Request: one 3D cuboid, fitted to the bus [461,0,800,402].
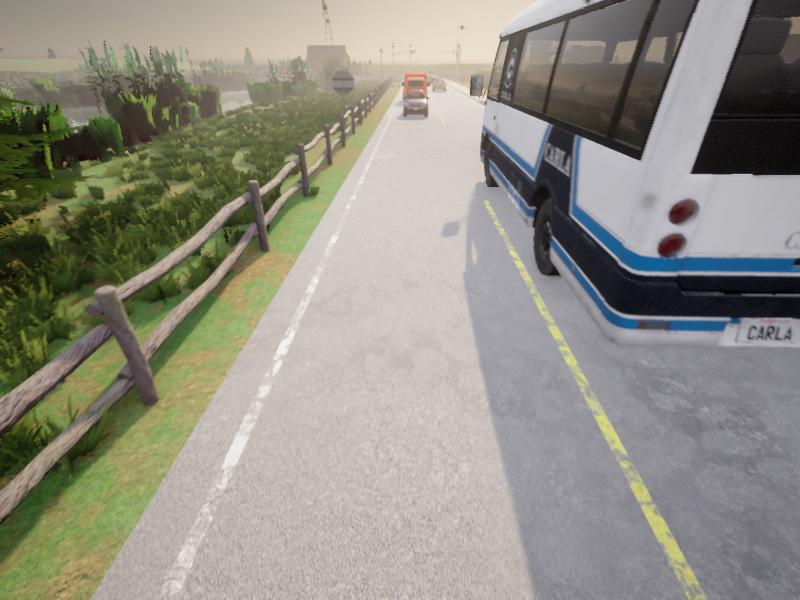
[{"bbox_3d":[3.786,-3.360,7.570,3.944,4.253,10.273,1,30,2],"label":"bus"}]

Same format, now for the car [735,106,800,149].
[{"bbox_3d":[18.470,-7.712,17.826,4.902,1.511,2.128,-1,30,-1],"label":"car"}]

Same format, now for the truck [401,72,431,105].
[{"bbox_3d":[1.498,-20.411,38.533,2.627,2.467,5.204,1,31,1],"label":"truck"}]

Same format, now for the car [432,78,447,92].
[{"bbox_3d":[5.681,-31.156,57.905,1.801,1.575,5.366,1,30,1],"label":"car"}]

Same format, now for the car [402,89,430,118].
[{"bbox_3d":[1.133,-14.103,28.606,1.851,1.617,3.988,1,30,1],"label":"car"}]
